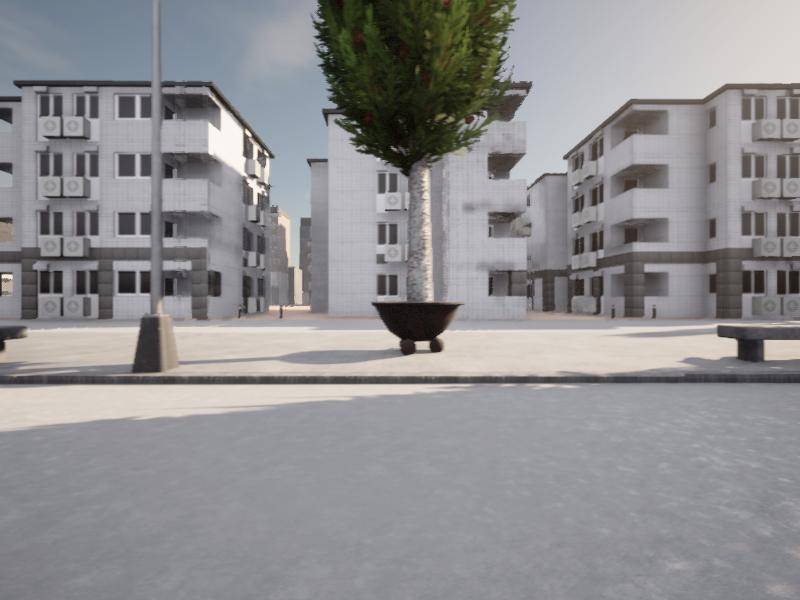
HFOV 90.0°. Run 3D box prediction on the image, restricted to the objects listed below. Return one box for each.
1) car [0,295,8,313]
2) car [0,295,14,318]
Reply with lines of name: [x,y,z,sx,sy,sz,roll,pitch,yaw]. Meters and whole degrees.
car: [-28.872,0.277,25.988,1.853,1.218,4.536,0,0,29]
car: [-28.847,0.435,26.033,2.038,1.542,4.974,0,0,29]
